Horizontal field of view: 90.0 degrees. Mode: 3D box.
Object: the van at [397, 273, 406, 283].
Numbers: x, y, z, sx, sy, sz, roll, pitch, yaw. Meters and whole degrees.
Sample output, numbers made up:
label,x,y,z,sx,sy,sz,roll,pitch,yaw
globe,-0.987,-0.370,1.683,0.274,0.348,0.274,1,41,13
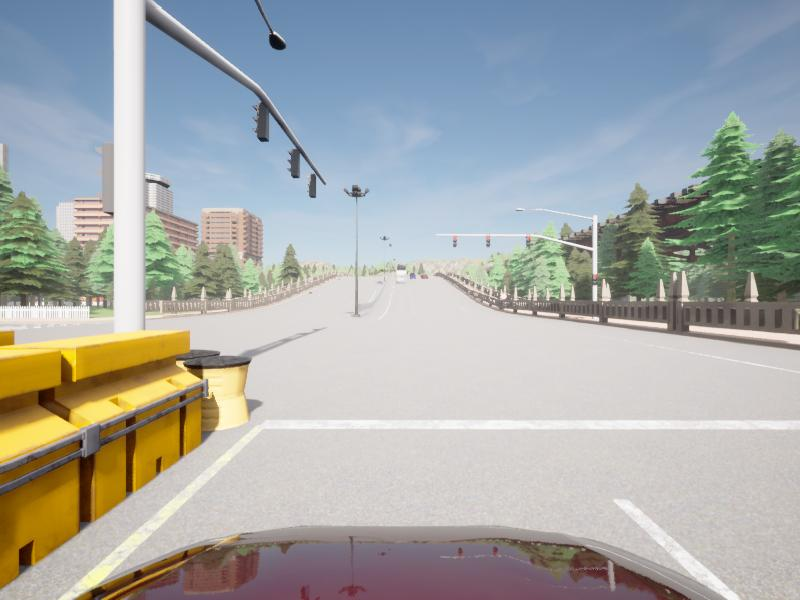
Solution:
label,x,y,z,sx,sy,sz,roll,pitch,yaw
van,0.315,-5.961,107.385,2.351,2.431,6.366,0,7,0
